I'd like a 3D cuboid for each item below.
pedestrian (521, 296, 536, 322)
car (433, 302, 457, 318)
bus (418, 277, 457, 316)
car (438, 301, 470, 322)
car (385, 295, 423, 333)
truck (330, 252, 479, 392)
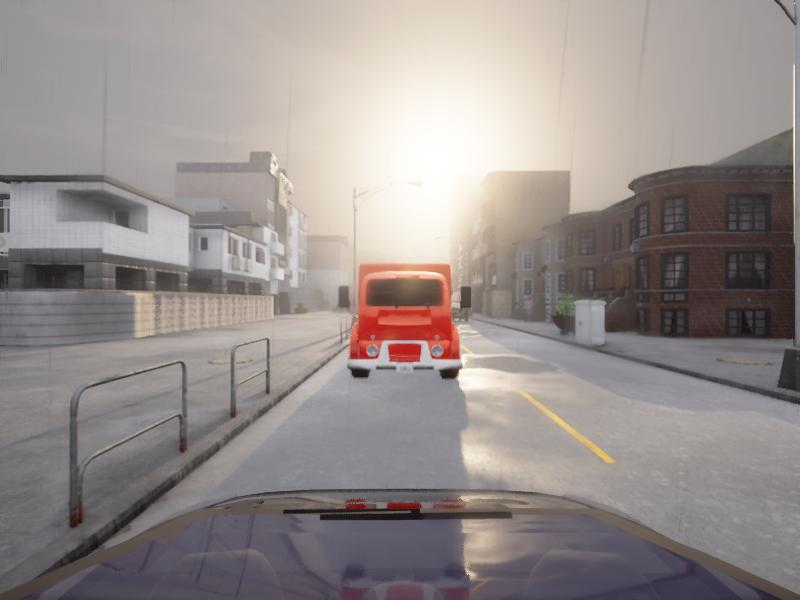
[{"bbox_3d":[9.234,0.624,28.707,0.751,1.860,0.751,0,0,-15],"label":"pedestrian"},{"bbox_3d":[4.413,0.948,40.117,1.882,1.535,5.008,0,0,1],"label":"car"},{"bbox_3d":[4.387,-0.380,49.393,3.944,4.253,10.273,0,0,1],"label":"bus"},{"bbox_3d":[4.339,0.874,32.733,1.930,1.638,5.238,0,0,1],"label":"car"},{"bbox_3d":[0.231,0.716,22.037,1.905,1.878,3.866,0,0,1],"label":"car"},{"bbox_3d":[0.107,0.390,9.670,2.627,2.467,5.204,0,0,1],"label":"truck"}]
